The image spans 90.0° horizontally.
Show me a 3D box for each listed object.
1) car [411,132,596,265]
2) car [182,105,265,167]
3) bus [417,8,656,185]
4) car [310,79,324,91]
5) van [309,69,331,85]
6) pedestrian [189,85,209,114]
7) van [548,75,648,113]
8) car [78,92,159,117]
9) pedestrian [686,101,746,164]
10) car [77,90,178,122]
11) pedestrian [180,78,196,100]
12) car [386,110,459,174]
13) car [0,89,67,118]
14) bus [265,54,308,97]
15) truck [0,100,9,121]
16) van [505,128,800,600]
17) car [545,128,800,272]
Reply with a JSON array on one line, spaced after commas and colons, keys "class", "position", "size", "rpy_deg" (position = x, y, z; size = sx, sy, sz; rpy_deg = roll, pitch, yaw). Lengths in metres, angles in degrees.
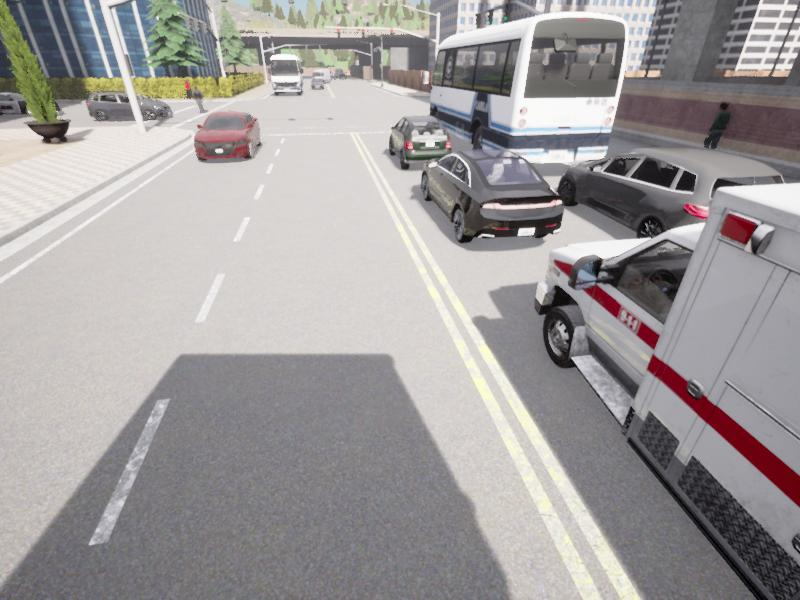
[{"class": "car", "position": [1.782, -2.581, 8.940], "size": [2.128, 1.511, 4.902], "rpy_deg": [-5, 31, -9]}, {"class": "car", "position": [-6.728, -6.654, 15.889], "size": [1.882, 1.535, 5.008], "rpy_deg": [-5, 31, -9]}, {"class": "bus", "position": [3.729, -7.939, 15.400], "size": [3.944, 4.253, 10.273], "rpy_deg": [-5, 31, -9]}, {"class": "car", "position": [-12.216, -31.860, 59.149], "size": [1.812, 1.442, 4.674], "rpy_deg": [-5, 31, -9]}, {"class": "van", "position": [-15.778, -44.179, 79.124], "size": [1.988, 2.561, 5.915], "rpy_deg": [5, 31, 11]}, {"class": "pedestrian", "position": [-14.508, -14.491, 28.942], "size": [0.751, 1.860, 0.751], "rpy_deg": [-6, 31, -10]}, {"class": "van", "position": [15.348, -16.189, 31.339], "size": [6.366, 2.431, 2.351], "rpy_deg": [-5, 31, -9]}, {"class": "car", "position": [-20.168, -14.162, 28.913], "size": [4.181, 1.385, 1.994], "rpy_deg": [-6, 31, -10]}, {"class": "pedestrian", "position": [10.621, -5.653, 13.506], "size": [0.751, 1.860, 0.751], "rpy_deg": [-5, 31, -8]}, {"class": "car", "position": [-17.452, -12.565, 25.875], "size": [4.611, 1.667, 2.242], "rpy_deg": [-3, 30, -5]}, {"class": "pedestrian", "position": [-20.892, -20.797, 39.438], "size": [0.751, 1.860, 0.751], "rpy_deg": [-3, 30, -6]}, {"class": "car", "position": [0.646, -5.789, 14.392], "size": [1.789, 1.549, 3.705], "rpy_deg": [-5, 31, -9]}, {"class": "car", "position": [-26.828, -13.605, 27.687], "size": [5.238, 1.638, 1.930], "rpy_deg": [-5, 31, -9]}, {"class": "bus", "position": [-13.841, -27.988, 49.734], "size": [3.944, 4.253, 10.273], "rpy_deg": [-5, 31, -9]}, {"class": "truck", "position": [-29.760, -12.476, 23.588], "size": [8.468, 3.827, 2.891], "rpy_deg": [-5, 31, -9]}, {"class": "van", "position": [3.130, 0.797, 2.247], "size": [2.351, 2.431, 6.366], "rpy_deg": [-5, 31, -9]}, {"class": "car", "position": [5.416, -2.436, 8.535], "size": [2.242, 1.667, 4.611], "rpy_deg": [-5, 31, -9]}]
